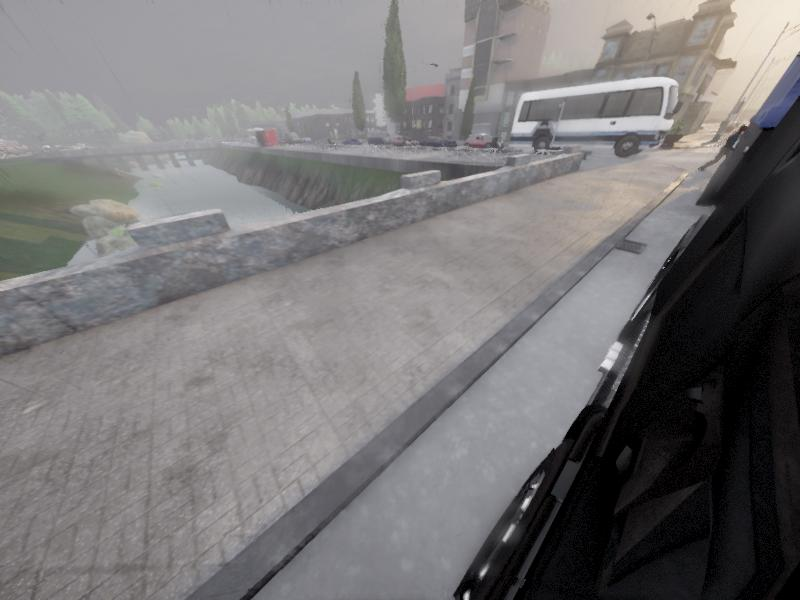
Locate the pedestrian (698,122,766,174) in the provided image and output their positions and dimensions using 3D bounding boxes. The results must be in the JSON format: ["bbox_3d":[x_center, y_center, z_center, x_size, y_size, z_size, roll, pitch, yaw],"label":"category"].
[{"bbox_3d":[14.588,-6.702,10.232,0.751,1.860,0.751,-15,38,-17],"label":"pedestrian"}]

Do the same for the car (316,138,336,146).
[{"bbox_3d":[-15.298,-32.544,47.571,1.895,1.301,4.718,-28,43,-30],"label":"car"}]

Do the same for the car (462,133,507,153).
[{"bbox_3d":[8.674,-16.325,23.982,1.970,1.475,3.806,-28,43,-30],"label":"car"}]

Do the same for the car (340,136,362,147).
[{"bbox_3d":[-8.735,-28.157,41.076,1.816,1.474,4.193,-28,43,-30],"label":"car"}]

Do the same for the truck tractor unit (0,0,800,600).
[{"bbox_3d":[2.645,-0.295,0.351,6.516,4.208,3.053,-28,44,-30],"label":"truck tractor unit"}]

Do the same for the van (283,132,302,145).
[{"bbox_3d":[-27.412,-41.269,59.047,1.988,2.561,5.915,-28,43,-30],"label":"van"}]

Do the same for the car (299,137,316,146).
[{"bbox_3d":[-21.512,-36.822,53.622,1.812,1.442,4.674,-28,43,-30],"label":"car"}]

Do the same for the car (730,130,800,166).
[{"bbox_3d":[20.665,-8.625,12.968,4.718,1.301,1.895,-28,43,-30],"label":"car"}]

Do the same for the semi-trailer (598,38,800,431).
[{"bbox_3d":[8.697,-3.582,4.261,14.254,4.402,2.717,-28,43,-30],"label":"semi-trailer"}]

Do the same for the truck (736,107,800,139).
[{"bbox_3d":[38.161,-18.362,24.066,5.204,2.467,2.627,-27,43,-30],"label":"truck"}]

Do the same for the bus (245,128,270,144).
[{"bbox_3d":[-49.609,-57.114,80.455,3.944,4.253,10.273,-28,43,-30],"label":"bus"}]

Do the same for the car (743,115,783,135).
[{"bbox_3d":[45.680,-22.109,29.140,3.866,1.878,1.905,-28,43,-30],"label":"car"}]

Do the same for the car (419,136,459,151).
[{"bbox_3d":[4.595,-19.032,28.050,1.895,1.301,4.718,-28,43,-30],"label":"car"}]

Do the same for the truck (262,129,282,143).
[{"bbox_3d":[-44.977,-57.395,80.905,2.891,3.827,8.468,-28,43,-30],"label":"truck"}]

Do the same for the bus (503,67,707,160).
[{"bbox_3d":[14.304,-13.757,17.821,3.944,4.253,10.273,-29,44,-31],"label":"bus"}]

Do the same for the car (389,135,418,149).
[{"bbox_3d":[0.449,-21.917,32.059,1.970,1.475,3.806,-28,43,-30],"label":"car"}]

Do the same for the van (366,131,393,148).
[{"bbox_3d":[-3.164,-24.573,35.446,1.775,1.987,4.442,-28,43,-30],"label":"van"}]

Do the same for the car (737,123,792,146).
[{"bbox_3d":[31.387,-14.340,19.964,4.181,1.385,1.994,-28,43,-30],"label":"car"}]
